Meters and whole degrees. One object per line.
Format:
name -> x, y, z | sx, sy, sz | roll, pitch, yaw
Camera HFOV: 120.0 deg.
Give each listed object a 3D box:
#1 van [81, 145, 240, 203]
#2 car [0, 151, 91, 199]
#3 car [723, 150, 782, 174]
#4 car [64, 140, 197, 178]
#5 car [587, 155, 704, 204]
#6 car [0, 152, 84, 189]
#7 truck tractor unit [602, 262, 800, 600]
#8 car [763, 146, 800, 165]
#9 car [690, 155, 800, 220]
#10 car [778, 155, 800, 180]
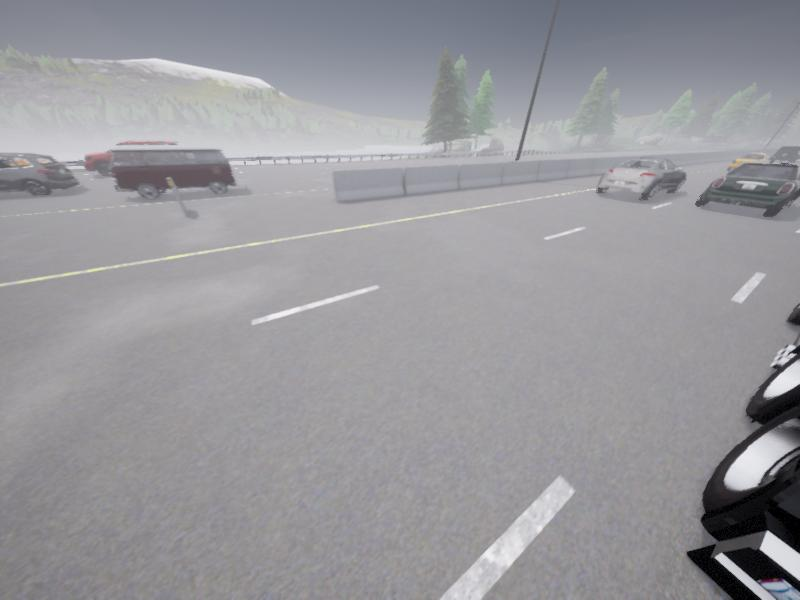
van -> -10.311, -5.938, 10.640 | 4.442, 1.987, 1.775 | -18, 39, -25
car -> -18.179, -5.558, 10.280 | 4.611, 1.667, 2.242 | -18, 39, -25
car -> 32.669, -12.852, 21.396 | 5.366, 1.575, 1.801 | -19, 39, -24
car -> -18.636, -10.199, 16.586 | 5.566, 2.045, 2.150 | -18, 39, -24
car -> 12.301, -6.217, 11.618 | 5.027, 1.651, 2.152 | -18, 39, -24
car -> -21.274, -6.813, 12.154 | 5.008, 1.535, 1.882 | -18, 39, -25
truck tractor unit -> 5.113, -0.297, 0.790 | 6.516, 4.208, 3.053 | -18, 39, -24
car -> 47.572, -17.874, 28.481 | 3.866, 1.878, 1.905 | -18, 39, -24
car -> 14.689, -4.750, 9.395 | 4.553, 1.767, 2.097 | -18, 39, -24
car -> 30.872, -9.905, 17.240 | 3.806, 1.475, 1.970 | -18, 39, -25
